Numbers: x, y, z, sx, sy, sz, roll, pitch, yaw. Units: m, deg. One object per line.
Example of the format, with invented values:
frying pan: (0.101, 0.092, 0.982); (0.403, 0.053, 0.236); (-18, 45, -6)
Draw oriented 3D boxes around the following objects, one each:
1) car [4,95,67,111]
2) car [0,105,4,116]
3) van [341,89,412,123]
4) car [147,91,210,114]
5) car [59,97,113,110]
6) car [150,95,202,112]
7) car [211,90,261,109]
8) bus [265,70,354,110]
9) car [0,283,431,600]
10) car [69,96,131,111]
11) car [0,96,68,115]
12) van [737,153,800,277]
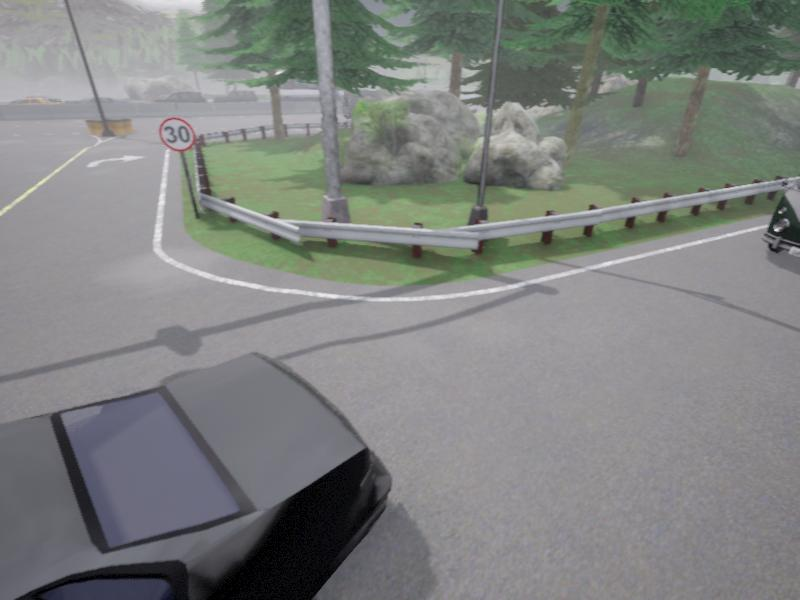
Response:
car: (-41.945, -22.800, 46.198); (4.892, 1.490, 1.837); (-13, 31, -23)
car: (-40.051, -17.566, 36.806); (4.718, 1.301, 1.895); (-13, 31, -23)
van: (-2.068, -17.372, 35.728); (5.915, 2.561, 1.988); (-13, 31, -23)
car: (-23.995, -21.509, 43.524); (5.566, 2.045, 2.150); (-12, 31, -23)
car: (-37.584, -23.693, 48.116); (4.718, 1.301, 1.895); (-13, 31, -23)
car: (-25.802, -22.777, 46.264); (4.856, 1.649, 2.033); (-13, 31, -23)
car: (-21.130, -25.868, 51.587); (5.566, 2.045, 2.150); (-13, 31, -23)
bus: (-11.531, -27.074, 51.642); (10.273, 4.253, 3.944); (-13, 31, -23)
car: (-2.436, 1.723, 1.545); (2.033, 1.411, 5.357); (26, 37, 38)
car: (-34.361, -22.605, 46.062); (5.357, 1.411, 2.033); (-13, 31, -23)
car: (-37.914, -20.029, 41.073); (5.366, 1.575, 1.801); (-13, 31, -23)
van: (9.276, -1.811, 7.845); (4.442, 1.987, 1.775); (-13, 31, -22)
